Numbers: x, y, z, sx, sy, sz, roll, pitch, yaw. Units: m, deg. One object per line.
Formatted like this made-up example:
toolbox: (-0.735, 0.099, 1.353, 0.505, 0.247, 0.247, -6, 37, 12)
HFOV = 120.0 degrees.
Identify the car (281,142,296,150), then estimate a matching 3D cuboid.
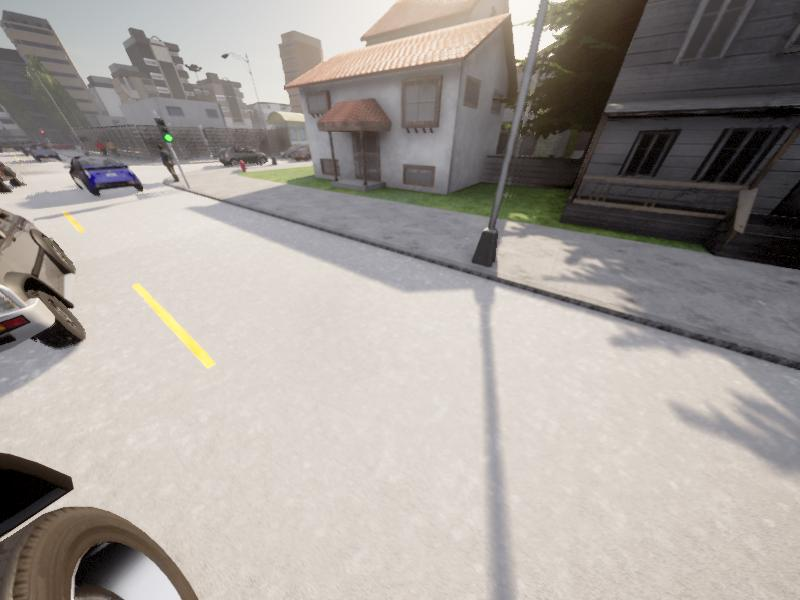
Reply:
car: (-24.404, -33.693, 50.416, 1.481, 1.379, 2.207, 22, 40, 28)

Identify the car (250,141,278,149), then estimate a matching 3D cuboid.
car: (-33.408, -38.297, 56.945, 2.033, 1.415, 5.357, 22, 40, 28)

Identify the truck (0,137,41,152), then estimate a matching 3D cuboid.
truck: (-69.268, -27.449, 40.662, 2.390, 2.098, 6.274, -2, 35, -4)

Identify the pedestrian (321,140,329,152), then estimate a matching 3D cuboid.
pedestrian: (-13.243, -27.149, 40.729, 0.751, 1.860, 0.751, 15, 37, 19)

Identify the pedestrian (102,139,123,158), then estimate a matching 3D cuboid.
pedestrian: (-34.534, -18.198, 27.745, 0.751, 1.860, 0.751, 23, 41, 28)

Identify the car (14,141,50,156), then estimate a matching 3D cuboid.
car: (-52.522, -21.653, 32.954, 4.856, 1.649, 2.033, 22, 41, 28)

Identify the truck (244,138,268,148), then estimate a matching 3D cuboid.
truck: (-36.556, -39.946, 58.727, 2.069, 2.038, 4.478, 22, 40, 28)

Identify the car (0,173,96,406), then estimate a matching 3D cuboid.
car: (-6.063, -0.340, 2.876, 4.605, 1.855, 1.932, 24, 41, 32)

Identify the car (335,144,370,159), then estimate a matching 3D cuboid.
car: (-6.436, -20.551, 31.885, 2.007, 1.525, 4.514, 22, 40, 28)

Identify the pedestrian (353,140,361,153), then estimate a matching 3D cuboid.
pedestrian: (-7.429, -26.565, 39.944, 0.751, 1.860, 0.751, -29, 45, -35)

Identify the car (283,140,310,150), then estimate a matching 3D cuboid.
car: (-22.308, -33.355, 49.773, 2.242, 1.667, 4.611, 22, 40, 28)

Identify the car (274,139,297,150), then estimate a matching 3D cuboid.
car: (-25.678, -34.987, 51.887, 1.905, 1.878, 3.866, 22, 40, 28)

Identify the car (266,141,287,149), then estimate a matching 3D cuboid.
car: (-29.338, -36.984, 55.000, 1.845, 1.501, 3.633, 22, 40, 28)

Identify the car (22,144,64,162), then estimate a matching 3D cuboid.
car: (-39.375, -16.276, 25.486, 3.633, 1.501, 1.845, 22, 41, 28)

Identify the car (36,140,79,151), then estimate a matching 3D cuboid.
car: (-65.184, -29.548, 44.124, 1.851, 1.617, 3.988, 2, 35, 3)

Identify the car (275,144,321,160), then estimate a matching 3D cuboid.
car: (-13.074, -19.151, 29.841, 2.128, 1.511, 4.902, 22, 40, 28)

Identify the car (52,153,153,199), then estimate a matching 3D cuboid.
car: (-14.682, -6.247, 11.400, 4.514, 1.525, 2.007, 22, 40, 28)

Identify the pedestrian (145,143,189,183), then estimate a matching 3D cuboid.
pedestrian: (-12.865, -7.591, 12.821, 0.751, 1.860, 0.751, 4, 35, 5)

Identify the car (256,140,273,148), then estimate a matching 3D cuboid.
car: (-33.314, -38.205, 56.690, 3.705, 1.547, 1.789, 22, 40, 28)

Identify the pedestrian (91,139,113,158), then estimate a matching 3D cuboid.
pedestrian: (-35.938, -18.300, 27.878, 0.751, 1.860, 0.751, 23, 41, 29)

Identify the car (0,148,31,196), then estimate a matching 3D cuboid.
car: (-20.012, -6.019, 10.710, 1.905, 1.878, 3.866, -29, 44, -34)

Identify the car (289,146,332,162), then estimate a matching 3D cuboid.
car: (-10.433, -17.212, 27.222, 1.994, 1.385, 4.181, 21, 40, 27)

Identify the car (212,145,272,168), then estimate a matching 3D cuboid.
car: (-14.889, -13.735, 22.013, 1.851, 1.617, 3.988, 22, 40, 28)

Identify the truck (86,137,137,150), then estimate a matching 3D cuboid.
truck: (-61.471, -33.499, 49.367, 2.390, 2.098, 6.274, 22, 40, 28)
